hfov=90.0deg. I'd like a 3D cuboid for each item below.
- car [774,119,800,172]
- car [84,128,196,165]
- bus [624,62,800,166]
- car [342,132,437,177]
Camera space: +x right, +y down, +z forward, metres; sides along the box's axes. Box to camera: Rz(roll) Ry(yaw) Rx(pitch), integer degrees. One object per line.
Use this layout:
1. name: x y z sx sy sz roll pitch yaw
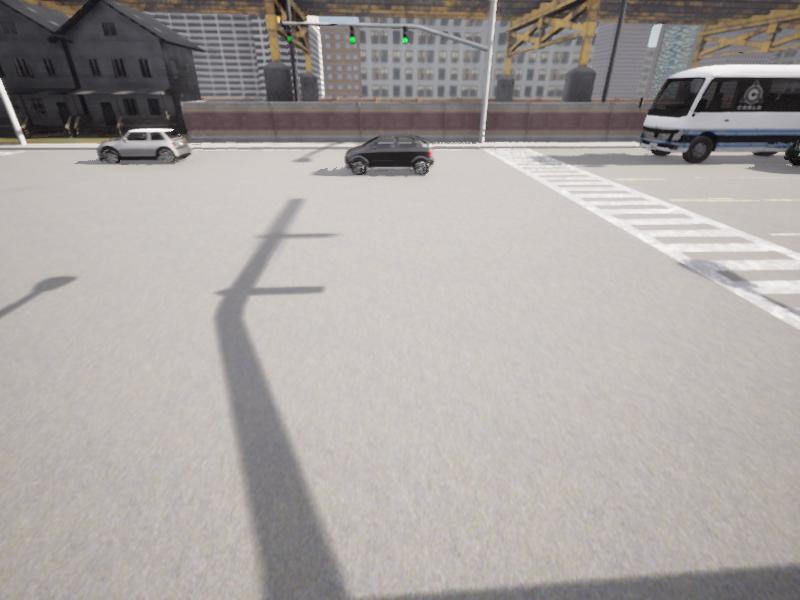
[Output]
1. car: 20.364 -6.723 17.468 5.566 2.045 2.150 -1 27 -2
2. car: -12.355 -7.444 19.301 3.806 1.475 1.970 -1 27 -2
3. bus: 17.772 -9.205 19.855 10.273 4.253 3.944 -1 27 -2
4. car: -0.446 -6.103 16.684 3.705 1.549 1.789 -1 27 -2
